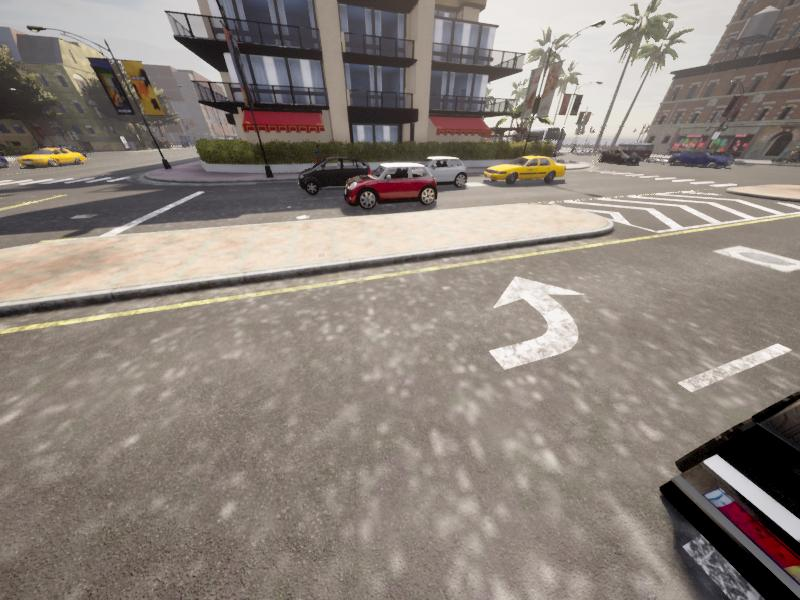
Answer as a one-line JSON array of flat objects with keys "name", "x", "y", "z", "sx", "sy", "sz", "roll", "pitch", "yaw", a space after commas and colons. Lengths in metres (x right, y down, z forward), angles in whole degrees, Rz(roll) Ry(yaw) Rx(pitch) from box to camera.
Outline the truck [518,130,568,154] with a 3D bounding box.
[{"name": "truck", "x": 29.346, "y": -32.852, "z": 48.048, "sx": 2.891, "sy": 3.827, "sz": 8.468, "roll": -10, "pitch": 36, "yaw": -14}]

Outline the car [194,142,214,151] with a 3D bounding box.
[{"name": "car", "x": -45.342, "y": -35.643, "z": 53.557, "sx": 1.837, "sy": 1.490, "sz": 4.892, "roll": -10, "pitch": 36, "yaw": -15}]

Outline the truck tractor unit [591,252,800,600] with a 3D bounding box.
[{"name": "truck tractor unit", "x": 5.283, "y": -0.073, "z": 0.453, "sx": 6.516, "sy": 4.208, "sz": 3.053, "roll": -10, "pitch": 36, "yaw": -14}]

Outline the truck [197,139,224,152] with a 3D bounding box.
[{"name": "truck", "x": -39.943, "y": -32.784, "z": 48.963, "sx": 2.390, "sy": 2.098, "sz": 6.274, "roll": -10, "pitch": 36, "yaw": -15}]

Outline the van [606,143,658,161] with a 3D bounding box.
[{"name": "van", "x": 31.829, "y": -20.511, "z": 31.950, "sx": 1.775, "sy": 1.987, "sz": 4.442, "roll": -10, "pitch": 36, "yaw": -14}]

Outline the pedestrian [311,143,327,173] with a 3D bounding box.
[{"name": "pedestrian", "x": -5.999, "y": -10.556, "z": 17.182, "sx": 0.751, "sy": 1.860, "sz": 0.751, "roll": -11, "pitch": 36, "yaw": -15}]

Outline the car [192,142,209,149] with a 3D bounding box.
[{"name": "car", "x": -51.352, "y": -39.825, "z": 59.570, "sx": 1.812, "sy": 1.442, "sz": 4.674, "roll": -10, "pitch": 36, "yaw": -15}]

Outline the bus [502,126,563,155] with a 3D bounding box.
[{"name": "bus", "x": 26.100, "y": -32.016, "z": 46.451, "sx": 3.944, "sy": 4.253, "sz": 10.273, "roll": -10, "pitch": 36, "yaw": -14}]

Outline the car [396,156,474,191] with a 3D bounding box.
[{"name": "car", "x": 1.881, "y": -7.318, "z": 13.232, "sx": 3.806, "sy": 1.475, "sz": 1.970, "roll": -10, "pitch": 36, "yaw": -14}]

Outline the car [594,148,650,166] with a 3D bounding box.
[{"name": "car", "x": 25.206, "y": -16.464, "z": 26.492, "sx": 2.007, "sy": 1.525, "sz": 4.514, "roll": 1, "pitch": 35, "yaw": 1}]

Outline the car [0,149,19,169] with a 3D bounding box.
[{"name": "car", "x": -35.570, "y": -11.492, "z": 18.990, "sx": 1.812, "sy": 1.442, "sz": 4.674, "roll": -10, "pitch": 36, "yaw": -14}]

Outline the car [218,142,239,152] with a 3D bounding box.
[{"name": "car", "x": -36.184, "y": -32.426, "z": 48.883, "sx": 2.033, "sy": 1.649, "sz": 4.856, "roll": -10, "pitch": 36, "yaw": -15}]

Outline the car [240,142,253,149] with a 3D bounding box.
[{"name": "car", "x": -41.379, "y": -41.647, "z": 62.307, "sx": 1.994, "sy": 1.385, "sz": 4.181, "roll": -10, "pitch": 36, "yaw": -15}]

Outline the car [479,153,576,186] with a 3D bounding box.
[{"name": "car", "x": 8.069, "y": -8.448, "z": 14.807, "sx": 5.366, "sy": 1.575, "sz": 1.801, "roll": -10, "pitch": 36, "yaw": -14}]

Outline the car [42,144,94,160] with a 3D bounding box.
[{"name": "car", "x": -43.941, "y": -19.666, "z": 30.588, "sx": 4.974, "sy": 1.542, "sz": 2.038, "roll": 12, "pitch": 37, "yaw": 16}]

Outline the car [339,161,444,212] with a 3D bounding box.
[{"name": "car", "x": -0.413, "y": -4.821, "z": 9.629, "sx": 3.806, "sy": 1.475, "sz": 1.970, "roll": -10, "pitch": 36, "yaw": -14}]

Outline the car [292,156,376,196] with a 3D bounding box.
[{"name": "car", "x": -3.304, "y": -6.441, "z": 11.867, "sx": 3.705, "sy": 1.549, "sz": 1.789, "roll": -10, "pitch": 36, "yaw": -14}]

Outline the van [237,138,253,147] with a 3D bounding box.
[{"name": "van", "x": -49.876, "y": -50.743, "z": 74.396, "sx": 2.351, "sy": 2.431, "sz": 6.366, "roll": -9, "pitch": 36, "yaw": -14}]

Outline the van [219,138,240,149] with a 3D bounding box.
[{"name": "van", "x": -44.287, "y": -40.721, "z": 60.041, "sx": 2.351, "sy": 2.431, "sz": 6.366, "roll": -10, "pitch": 36, "yaw": -15}]

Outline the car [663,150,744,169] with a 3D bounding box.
[{"name": "car", "x": 31.173, "y": -14.641, "z": 23.986, "sx": 1.812, "sy": 1.442, "sz": 4.674, "roll": -10, "pitch": 36, "yaw": -14}]

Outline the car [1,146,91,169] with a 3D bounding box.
[{"name": "car", "x": -33.054, "y": -13.619, "z": 21.942, "sx": 1.801, "sy": 1.575, "sz": 5.366, "roll": -10, "pitch": 36, "yaw": -15}]
